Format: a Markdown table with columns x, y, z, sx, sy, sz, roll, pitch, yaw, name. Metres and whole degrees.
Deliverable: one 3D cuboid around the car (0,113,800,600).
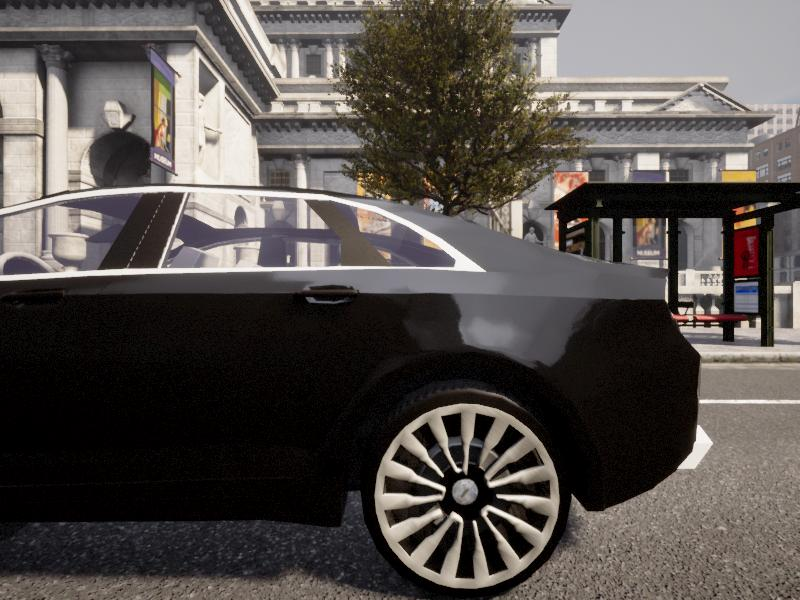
| x | y | z | sx | sy | sz | roll | pitch | yaw | name |
| --- | --- | --- | --- | --- | --- | --- | --- | --- | --- |
| -1.169 | 0.236 | 2.211 | 4.902 | 1.511 | 2.128 | 0 | 0 | 1 | car |
